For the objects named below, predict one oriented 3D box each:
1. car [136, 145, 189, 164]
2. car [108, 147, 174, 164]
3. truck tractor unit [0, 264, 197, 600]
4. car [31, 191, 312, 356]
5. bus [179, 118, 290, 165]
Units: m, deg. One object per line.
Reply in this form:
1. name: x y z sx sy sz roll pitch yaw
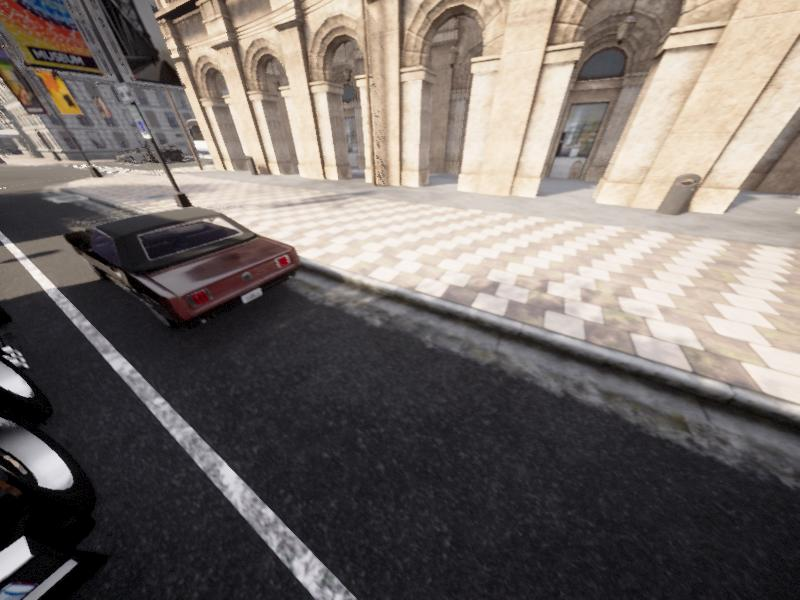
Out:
1. car: -29.505 -18.238 28.867 1.905 1.878 3.866 17 38 23
2. car: -33.047 -18.635 29.707 2.152 1.651 5.027 18 39 24
3. truck tractor unit: -5.125 -0.281 0.792 6.516 4.208 3.053 18 39 25
4. car: -4.173 -0.937 4.258 4.718 1.301 1.895 18 39 24
5. bus: -20.509 -20.507 29.970 3.944 4.253 10.273 19 39 25
